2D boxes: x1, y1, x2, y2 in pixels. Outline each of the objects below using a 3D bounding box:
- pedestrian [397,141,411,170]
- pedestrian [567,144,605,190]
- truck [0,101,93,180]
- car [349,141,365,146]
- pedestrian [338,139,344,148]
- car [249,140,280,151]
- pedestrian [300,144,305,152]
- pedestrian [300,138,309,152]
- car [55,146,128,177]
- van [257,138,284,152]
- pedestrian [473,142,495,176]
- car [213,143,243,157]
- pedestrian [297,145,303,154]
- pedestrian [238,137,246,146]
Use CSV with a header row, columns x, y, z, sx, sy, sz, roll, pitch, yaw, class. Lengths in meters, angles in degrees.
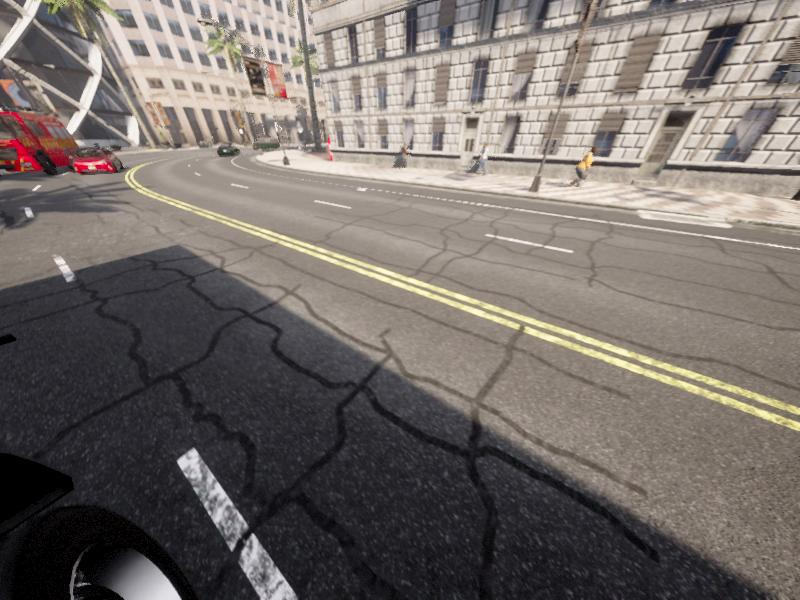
x,y,z,sx,sy,sz,roll,pitch,yaw,class
0.316,-11.148,17.793,0.751,1.860,0.751,22,41,28,pedestrian
8.993,-6.479,11.260,0.751,1.860,0.751,18,39,23,pedestrian
-26.006,-10.912,15.804,2.891,3.827,8.468,-21,40,-27,truck
-13.030,-47.614,70.139,1.895,1.301,4.718,21,40,27,car
-14.234,-37.650,55.481,0.751,1.860,0.751,22,41,28,pedestrian
-26.761,-30.742,45.952,2.152,1.651,5.027,11,37,15,car
-15.443,-24.050,36.586,0.500,1.100,0.500,-1,35,-2,pedestrian
-15.379,-24.897,37.127,0.751,1.860,0.751,7,36,9,pedestrian
-21.734,-10.018,16.570,2.007,1.525,4.514,-24,42,-30,car
-23.922,-28.809,42.786,1.775,1.987,4.442,6,36,8,van
5.495,-9.231,15.127,0.751,1.860,0.751,28,43,33,pedestrian
-23.550,-20.712,31.846,1.994,1.385,4.181,-9,36,-13,car
-14.269,-21.525,33.018,0.500,1.100,0.500,-8,36,-12,pedestrian
-38.407,-38.451,56.114,0.751,1.860,0.751,14,38,19,pedestrian
